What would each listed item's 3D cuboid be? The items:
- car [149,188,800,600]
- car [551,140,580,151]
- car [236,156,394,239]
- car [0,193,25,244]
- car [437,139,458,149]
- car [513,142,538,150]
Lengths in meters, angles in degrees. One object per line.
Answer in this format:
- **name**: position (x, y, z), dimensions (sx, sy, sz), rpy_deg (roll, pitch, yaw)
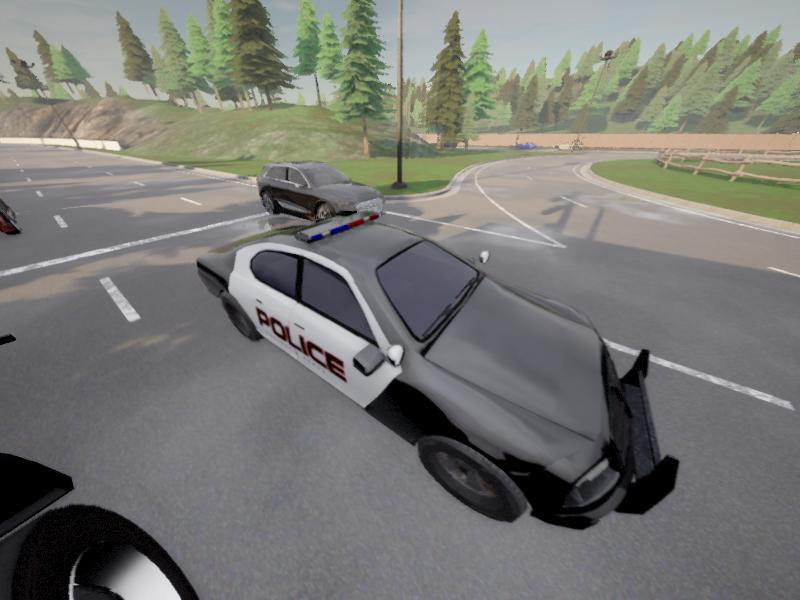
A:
- **car**: position (-0.262, -0.045, 2.649), dimensions (4.974, 1.542, 2.038), rpy_deg (21, 40, 28)
- **car**: position (35.625, -33.296, 49.798), dimensions (4.605, 1.855, 1.932), rpy_deg (22, 41, 28)
- **car**: position (-2.768, -3.580, 7.545), dimensions (4.856, 1.649, 2.033), rpy_deg (22, 41, 28)
- **car**: position (-12.128, -2.384, 5.992), dimensions (4.181, 1.385, 1.994), rpy_deg (22, 41, 28)
- **car**: position (11.583, -38.124, 56.426), dimensions (4.605, 1.855, 1.932), rpy_deg (22, 41, 28)
- **car**: position (29.123, -35.758, 53.597), dimensions (4.514, 1.525, 2.007), rpy_deg (22, 41, 28)
